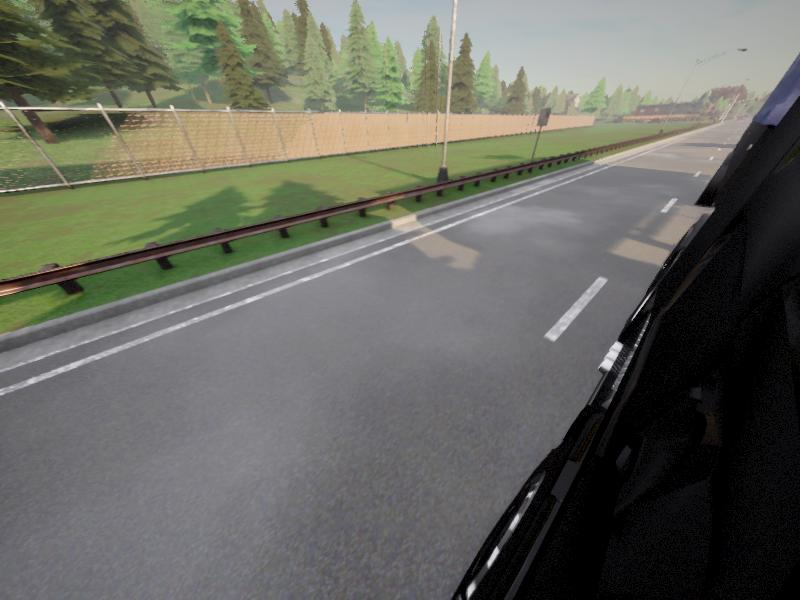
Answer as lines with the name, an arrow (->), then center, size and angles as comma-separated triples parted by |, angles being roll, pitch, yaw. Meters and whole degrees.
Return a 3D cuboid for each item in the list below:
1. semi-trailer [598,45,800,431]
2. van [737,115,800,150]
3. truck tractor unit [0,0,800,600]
semi-trailer -> 8.705, -3.572, 4.259 | 14.254, 4.402, 2.717 | -28, 44, -30
van -> 28.279, -12.947, 17.810 | 4.442, 1.987, 1.775 | -28, 44, -30
truck tractor unit -> 2.645, -0.295, 0.351 | 6.516, 4.208, 3.053 | -28, 44, -30
